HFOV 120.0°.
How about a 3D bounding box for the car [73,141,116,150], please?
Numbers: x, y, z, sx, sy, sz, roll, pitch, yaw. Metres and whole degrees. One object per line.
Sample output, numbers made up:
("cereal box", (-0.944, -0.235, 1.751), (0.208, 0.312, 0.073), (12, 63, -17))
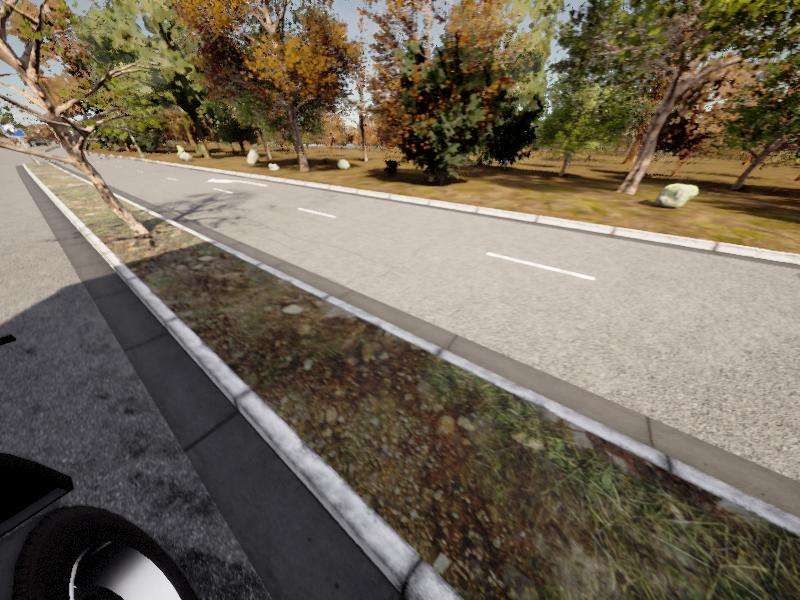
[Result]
("car", (-68.416, -34.848, 51.905), (1.946, 1.575, 5.366), (13, 36, 18))

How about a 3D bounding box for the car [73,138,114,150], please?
("car", (-64.053, -32.639, 48.365), (1.878, 1.987, 4.442), (13, 36, 17))

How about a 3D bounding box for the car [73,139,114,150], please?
("car", (-66.268, -33.713, 50.071), (2.185, 1.767, 4.553), (13, 36, 17))
